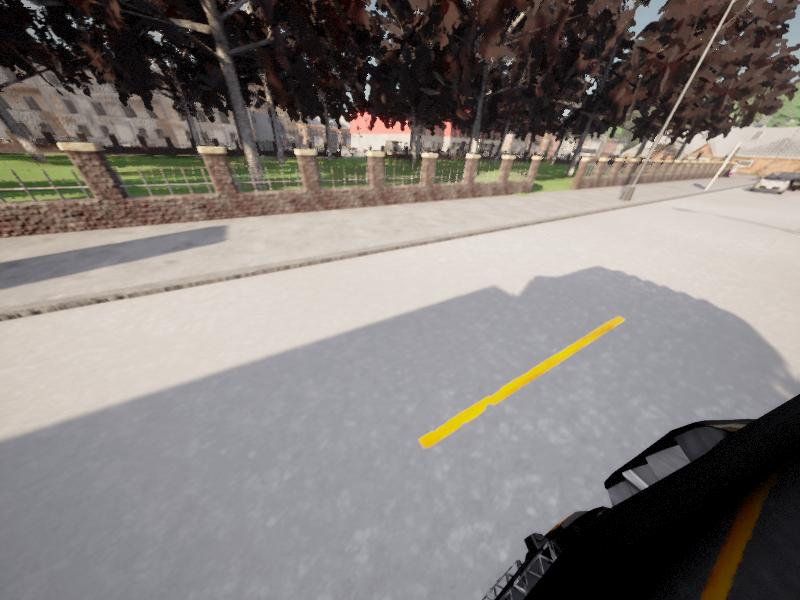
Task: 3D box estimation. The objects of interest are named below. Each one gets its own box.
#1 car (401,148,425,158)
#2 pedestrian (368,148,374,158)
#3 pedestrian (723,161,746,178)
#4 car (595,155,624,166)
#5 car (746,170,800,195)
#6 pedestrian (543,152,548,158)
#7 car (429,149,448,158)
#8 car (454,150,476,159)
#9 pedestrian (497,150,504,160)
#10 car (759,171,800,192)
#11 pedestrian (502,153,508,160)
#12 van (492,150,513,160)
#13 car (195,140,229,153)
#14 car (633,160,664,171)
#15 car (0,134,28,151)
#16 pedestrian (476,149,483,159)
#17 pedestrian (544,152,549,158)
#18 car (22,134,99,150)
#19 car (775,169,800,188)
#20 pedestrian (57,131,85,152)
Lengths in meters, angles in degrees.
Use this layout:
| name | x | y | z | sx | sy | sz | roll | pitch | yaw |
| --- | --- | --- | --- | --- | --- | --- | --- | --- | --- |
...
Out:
| name | x | y | z | sx | sy | sz | roll | pitch | yaw |
| --- | --- | --- | --- | --- | --- | --- | --- | --- | --- |
| car | 2.790 | -30.604 | 48.148 | 4.514 | 1.525 | 2.007 | -16 | 38 | -26 |
| pedestrian | -4.940 | -25.259 | 39.653 | 0.751 | 1.300 | 0.751 | -16 | 38 | -26 |
| pedestrian | 43.814 | -17.051 | 30.265 | 0.751 | 1.860 | 0.751 | -16 | 38 | -26 |
| car | 46.026 | -30.692 | 50.855 | 1.905 | 1.878 | 3.866 | -16 | 38 | -26 |
| car | 30.673 | -9.632 | 18.874 | 3.633 | 1.501 | 1.845 | -17 | 39 | -27 |
| pedestrian | 50.782 | -50.608 | 80.603 | 0.751 | 1.860 | 0.751 | 7 | 34 | 7 |
| car | 8.471 | -32.271 | 50.990 | 3.705 | 1.549 | 1.789 | -17 | 38 | -26 |
| car | 15.299 | -34.242 | 54.432 | 4.892 | 1.490 | 1.837 | -17 | 38 | -27 |
| pedestrian | 23.461 | -33.788 | 53.755 | 0.751 | 1.860 | 0.751 | -15 | 38 | -25 |
| car | 36.531 | -11.213 | 21.742 | 5.357 | 1.411 | 2.033 | -17 | 38 | -26 |
| pedestrian | 24.768 | -33.947 | 54.582 | 0.751 | 1.300 | 0.751 | -19 | 39 | -28 |
| van | 26.641 | -37.594 | 60.094 | 4.480 | 2.038 | 2.069 | -16 | 38 | -26 |
| car | -29.120 | -23.861 | 35.961 | 3.633 | 1.501 | 1.845 | -16 | 38 | -26 |
| car | 49.711 | -26.986 | 46.309 | 1.845 | 1.501 | 3.633 | -16 | 38 | -26 |
| car | -43.946 | -16.894 | 24.648 | 3.806 | 1.475 | 1.970 | -17 | 38 | -26 |
| pedestrian | 17.420 | -32.020 | 50.716 | 0.751 | 1.860 | 0.751 | -16 | 38 | -26 |
| pedestrian | 50.852 | -50.256 | 80.086 | 0.751 | 1.860 | 0.751 | 0 | 34 | -4 |
| car | -42.562 | -19.917 | 29.202 | 4.902 | 1.511 | 2.128 | -16 | 38 | -26 |
| car | 42.962 | -13.083 | 24.790 | 5.366 | 1.575 | 1.801 | -16 | 38 | -25 |
| pedestrian | -35.991 | -17.345 | 25.283 | 0.751 | 1.860 | 0.751 | -9 | 36 | -16 |
